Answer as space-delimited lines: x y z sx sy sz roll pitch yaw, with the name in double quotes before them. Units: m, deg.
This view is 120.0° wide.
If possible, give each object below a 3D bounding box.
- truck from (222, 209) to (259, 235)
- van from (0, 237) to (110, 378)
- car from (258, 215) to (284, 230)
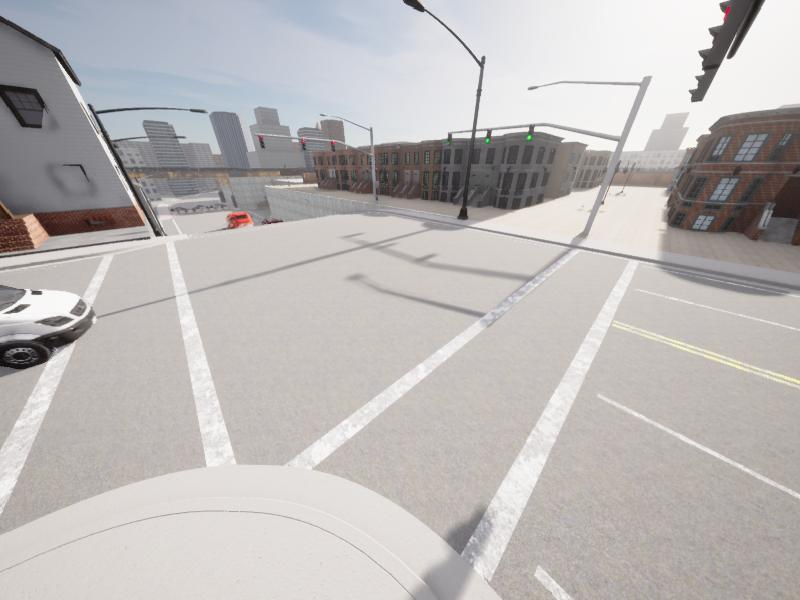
"truck" -21.556 -10.438 31.170 2.627 2.467 5.204 -27 26 -37
"van" -10.864 0.775 4.428 5.915 2.561 1.988 -23 37 -35
"car" -18.623 -11.106 33.203 1.895 1.301 4.718 -26 25 -37
